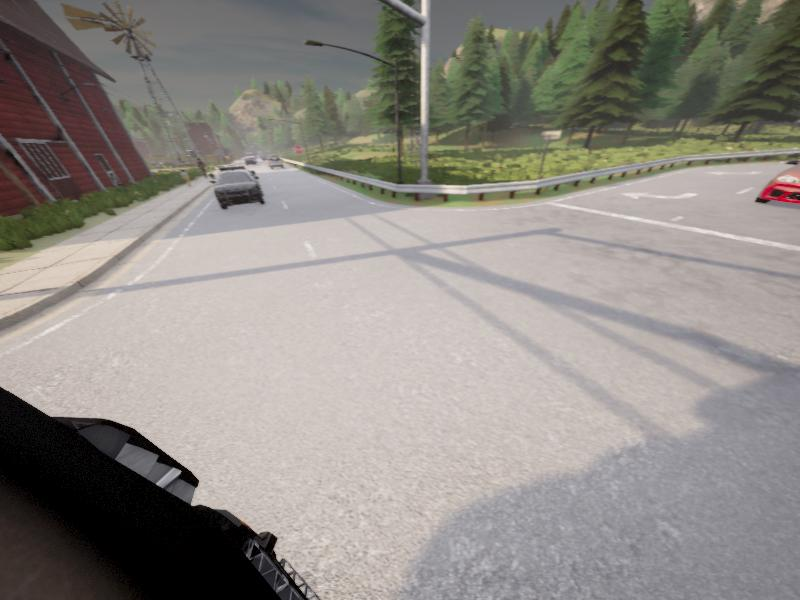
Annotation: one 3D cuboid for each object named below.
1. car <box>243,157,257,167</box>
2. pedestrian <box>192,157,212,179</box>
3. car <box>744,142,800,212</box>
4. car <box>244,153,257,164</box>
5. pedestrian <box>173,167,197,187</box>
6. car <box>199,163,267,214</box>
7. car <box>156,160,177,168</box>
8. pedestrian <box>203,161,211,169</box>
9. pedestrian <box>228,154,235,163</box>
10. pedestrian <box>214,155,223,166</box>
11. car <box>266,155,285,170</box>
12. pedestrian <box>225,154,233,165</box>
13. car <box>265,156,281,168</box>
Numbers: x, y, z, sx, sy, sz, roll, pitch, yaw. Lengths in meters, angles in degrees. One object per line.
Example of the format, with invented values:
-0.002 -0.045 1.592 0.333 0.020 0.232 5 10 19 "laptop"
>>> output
-29.227 -26.982 45.114 1.895 1.301 4.718 -19 37 -22 "car"
-19.654 -13.132 22.997 0.751 1.860 0.751 -18 37 -21 "pedestrian"
13.659 -3.910 7.053 4.611 1.667 2.242 -19 37 -22 "car"
-36.958 -35.113 57.125 2.150 2.045 5.566 -19 37 -22 "car"
-16.680 -9.570 17.978 0.751 1.300 0.751 -15 36 -17 "pedestrian"
-8.389 -5.987 12.005 1.930 1.638 5.238 -19 37 -22 "car"
-61.352 -35.864 60.809 1.970 1.475 3.806 -6 34 -4 "car"
-33.055 -23.074 39.497 0.500 1.100 0.500 -9 34 -9 "pedestrian"
-42.854 -35.994 58.756 0.751 1.860 0.751 -17 37 -20 "pedestrian"
-37.389 -28.781 47.625 0.751 1.860 0.751 26 44 36 "pedestrian"
-18.318 -20.213 33.918 1.851 1.617 3.988 -19 37 -22 "car"
-37.825 -31.054 51.028 0.751 1.860 0.751 -18 37 -21 "pedestrian"
-21.470 -23.341 38.955 1.812 1.442 4.674 -19 37 -22 "car"
